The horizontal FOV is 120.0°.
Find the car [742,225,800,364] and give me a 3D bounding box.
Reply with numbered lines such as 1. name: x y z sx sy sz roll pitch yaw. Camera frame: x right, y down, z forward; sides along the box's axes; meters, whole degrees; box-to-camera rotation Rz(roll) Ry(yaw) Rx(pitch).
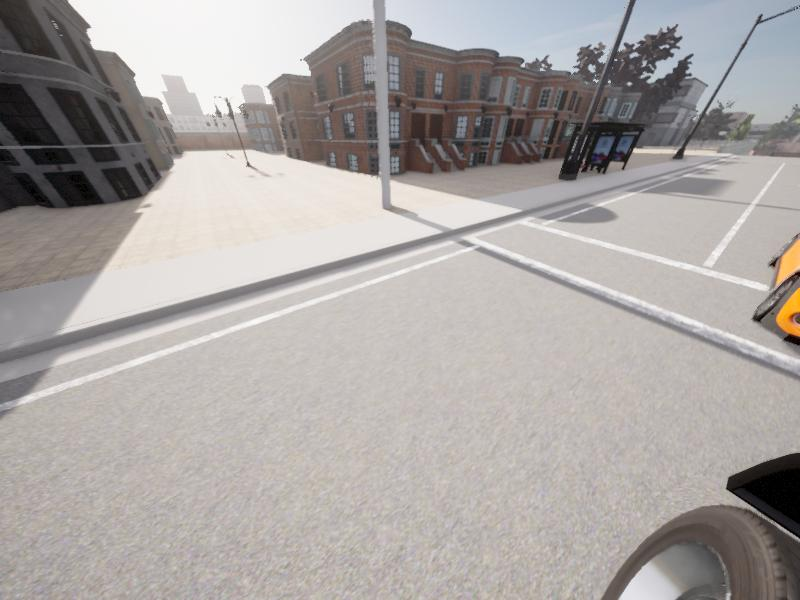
1. car: 6.992 -0.429 2.909 4.553 1.767 2.097 -22 41 -28
